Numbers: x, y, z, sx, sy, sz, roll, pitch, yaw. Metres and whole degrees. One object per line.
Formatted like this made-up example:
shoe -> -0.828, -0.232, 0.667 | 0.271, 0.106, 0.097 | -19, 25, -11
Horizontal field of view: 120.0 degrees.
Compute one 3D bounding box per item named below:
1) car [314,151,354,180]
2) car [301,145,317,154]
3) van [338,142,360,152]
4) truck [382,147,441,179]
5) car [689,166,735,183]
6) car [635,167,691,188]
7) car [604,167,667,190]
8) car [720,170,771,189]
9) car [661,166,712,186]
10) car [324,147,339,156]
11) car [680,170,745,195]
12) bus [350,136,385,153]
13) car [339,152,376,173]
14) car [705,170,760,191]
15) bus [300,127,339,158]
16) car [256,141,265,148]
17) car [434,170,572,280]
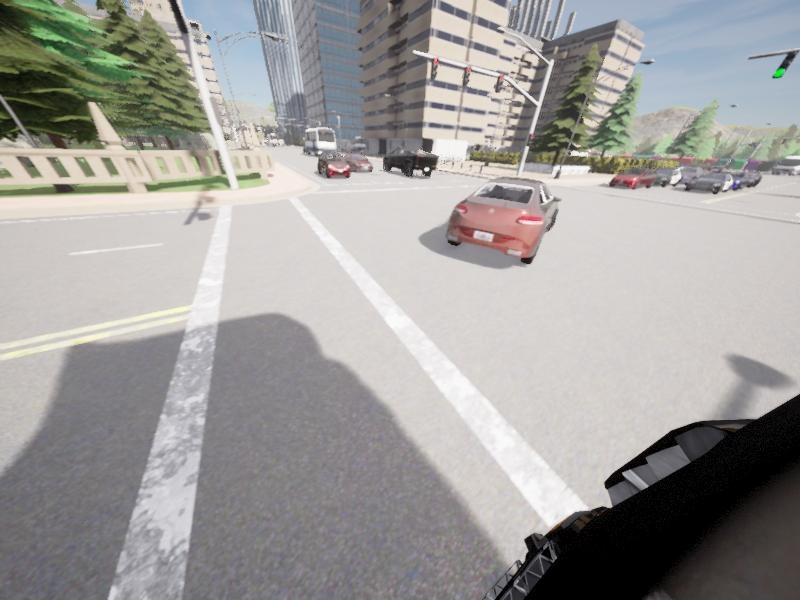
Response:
car -> -5.128, -10.409, 17.764 | 1.851, 1.617, 3.988 | -14, 37, -24
car -> -20.043, -33.072, 50.818 | 2.128, 1.511, 4.902 | -16, 38, -26
van -> -16.856, -50.724, 76.670 | 6.366, 2.431, 2.351 | -16, 38, -26
truck -> 0.739, -12.668, 21.156 | 2.390, 2.098, 6.274 | -15, 38, -25
car -> 40.459, -16.287, 29.967 | 4.611, 1.667, 2.242 | -16, 38, -26
car -> 25.727, -12.031, 22.586 | 4.974, 1.542, 2.038 | -16, 38, -26
car -> 20.299, -10.522, 19.914 | 4.514, 1.525, 2.007 | -15, 37, -24
car -> 38.110, -13.316, 25.465 | 4.902, 1.511, 2.128 | -16, 38, -26
car -> 31.751, -13.787, 25.591 | 4.856, 1.649, 2.033 | -16, 38, -26
car -> -14.611, -31.523, 48.928 | 1.816, 1.474, 4.193 | -16, 38, -26
car -> 26.553, -10.030, 19.638 | 4.974, 1.542, 2.038 | -16, 38, -26
bus -> -10.573, -50.927, 75.798 | 10.273, 4.253, 3.944 | -16, 38, -26
car -> -4.205, -13.369, 22.433 | 1.812, 1.442, 4.674 | -16, 38, -26
car -> 32.597, -11.750, 22.683 | 4.514, 1.525, 2.007 | -16, 38, -26
bus -> -14.984, -29.089, 42.730 | 3.944, 4.253, 10.273 | -16, 38, -26
car -> -46.605, -51.799, 76.964 | 1.801, 1.575, 5.366 | -16, 38, -26
car -> 3.166, -2.557, 6.559 | 2.152, 1.651, 5.027 | 22, 38, 27
